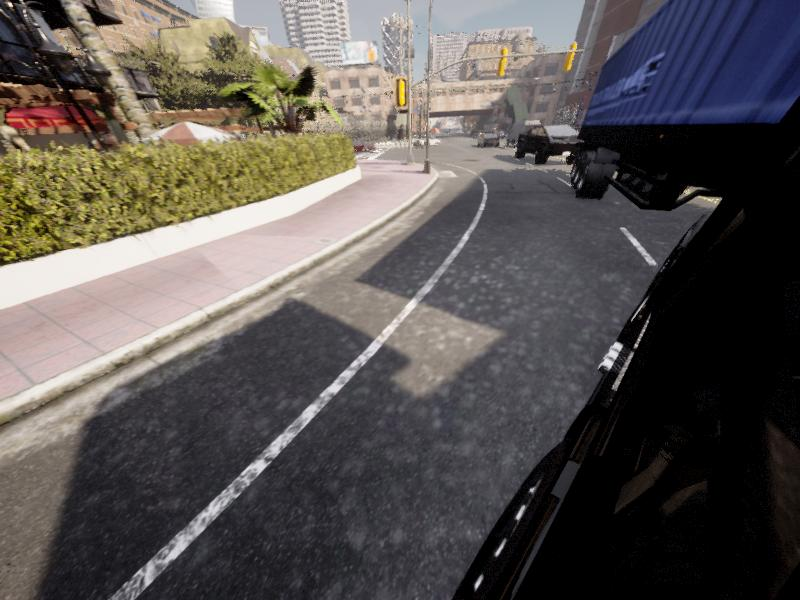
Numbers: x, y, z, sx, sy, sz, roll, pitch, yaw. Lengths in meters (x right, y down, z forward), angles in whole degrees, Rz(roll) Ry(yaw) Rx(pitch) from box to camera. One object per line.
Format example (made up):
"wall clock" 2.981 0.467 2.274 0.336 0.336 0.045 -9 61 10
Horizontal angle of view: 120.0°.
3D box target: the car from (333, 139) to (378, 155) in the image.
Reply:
"car" -5.746 -20.197 30.498 5.357 1.411 2.033 0 36 4

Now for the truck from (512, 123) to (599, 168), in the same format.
"truck" 10.222 -10.885 16.104 2.390 2.098 6.274 1 36 5

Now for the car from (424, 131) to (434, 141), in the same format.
"car" 6.968 -40.185 56.596 2.185 1.767 4.553 0 36 4

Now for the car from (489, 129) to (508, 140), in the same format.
"car" 19.753 -33.315 46.484 2.033 1.649 4.856 1 36 5

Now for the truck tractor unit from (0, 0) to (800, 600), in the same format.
"truck tractor unit" 2.645 -0.295 0.351 6.516 4.208 3.053 -28 44 -30

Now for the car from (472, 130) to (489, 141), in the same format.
"car" 16.286 -33.652 47.143 2.242 1.667 4.611 0 36 4

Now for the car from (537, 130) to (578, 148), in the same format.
"car" 18.167 -18.889 26.981 2.007 1.525 4.514 1 36 5

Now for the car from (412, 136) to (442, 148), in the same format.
"car" 4.157 -24.280 35.486 4.718 1.301 1.895 -32 45 -33

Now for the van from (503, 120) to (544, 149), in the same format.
"van" 14.771 -20.224 28.175 1.988 2.561 5.915 0 36 4

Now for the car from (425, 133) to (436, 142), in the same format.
"car" 6.701 -36.281 51.496 2.097 1.535 5.008 0 36 4

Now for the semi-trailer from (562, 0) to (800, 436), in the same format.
"semi-trailer" 6.766 -4.427 5.528 2.717 4.402 14.254 15 40 21

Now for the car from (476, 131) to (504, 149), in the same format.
"car" 11.386 -20.638 29.731 1.930 1.638 5.238 0 36 4

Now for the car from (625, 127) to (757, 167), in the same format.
"car" 16.867 -9.368 13.987 2.152 1.651 5.027 3 37 8
